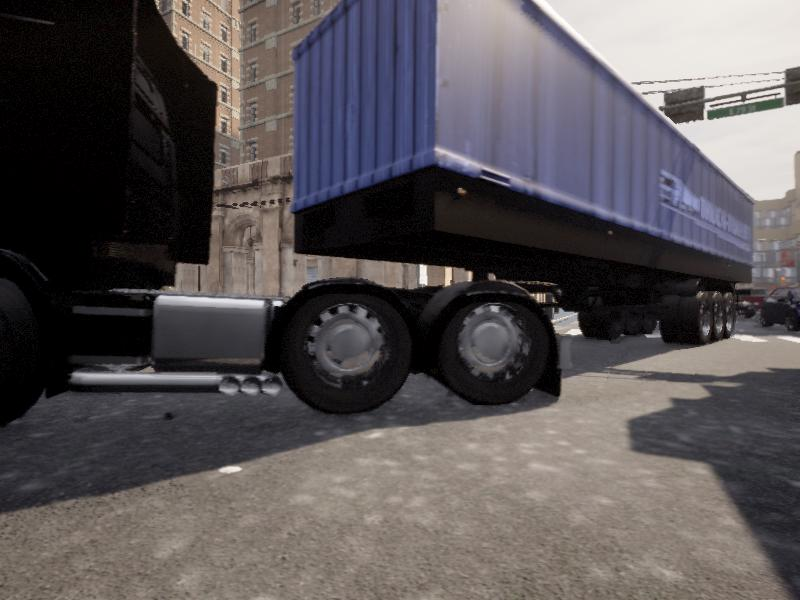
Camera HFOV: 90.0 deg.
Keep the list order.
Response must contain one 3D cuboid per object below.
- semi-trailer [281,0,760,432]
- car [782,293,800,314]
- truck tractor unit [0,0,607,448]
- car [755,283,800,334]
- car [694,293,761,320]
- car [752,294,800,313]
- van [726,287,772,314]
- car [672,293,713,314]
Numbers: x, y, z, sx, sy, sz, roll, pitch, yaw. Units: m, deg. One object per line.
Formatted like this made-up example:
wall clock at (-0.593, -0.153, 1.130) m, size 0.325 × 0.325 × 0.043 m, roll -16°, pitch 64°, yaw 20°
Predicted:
semi-trailer at (4.778, -1.216, 8.717) m, size 14.254 × 4.402 × 2.717 m, roll 0°, pitch 1°, yaw -41°
car at (30.106, 0.261, 29.549) m, size 1.789 × 1.549 × 3.705 m, roll 0°, pitch 0°, yaw 28°
truck tractor unit at (-1.646, -1.119, 4.403) m, size 6.516 × 4.208 × 3.053 m, roll 0°, pitch 0°, yaw -12°
car at (13.235, 0.247, 12.918) m, size 1.845 × 1.501 × 3.633 m, roll 0°, pitch 0°, yaw 28°
car at (18.745, 0.326, 23.207) m, size 2.033 × 1.411 × 5.357 m, roll 0°, pitch 0°, yaw 28°
car at (33.427, 0.254, 35.752) m, size 1.801 × 1.575 × 5.366 m, roll 0°, pitch 0°, yaw 28°
van at (26.920, 0.043, 31.009) m, size 1.775 × 1.987 × 4.442 m, roll 0°, pitch 0°, yaw 28°
car at (23.952, 0.270, 32.896) m, size 2.038 × 1.542 × 4.974 m, roll 0°, pitch 0°, yaw 28°
